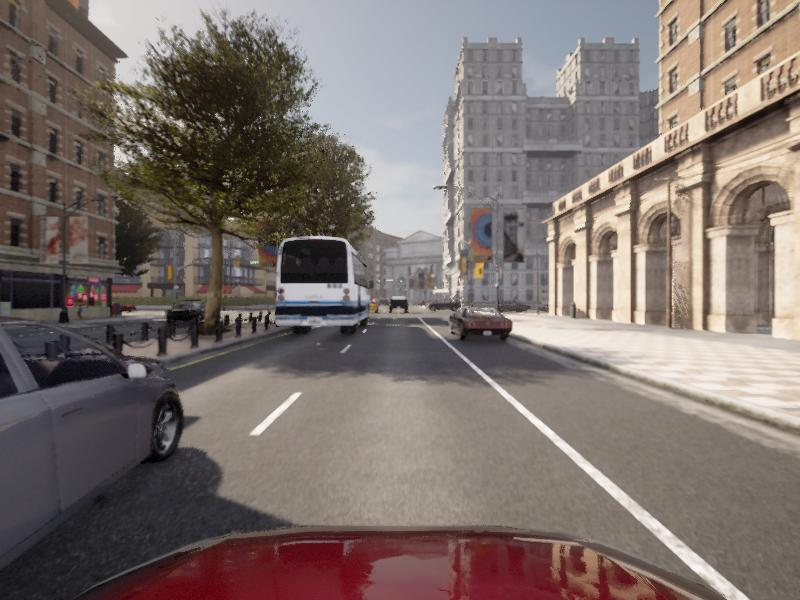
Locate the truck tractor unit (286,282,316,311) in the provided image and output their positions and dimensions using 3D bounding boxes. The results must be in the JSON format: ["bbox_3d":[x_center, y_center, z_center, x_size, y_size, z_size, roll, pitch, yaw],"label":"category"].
[{"bbox_3d":[-15.203,-0.537,61.991,3.053,4.208,6.516,0,0,0],"label":"truck tractor unit"}]

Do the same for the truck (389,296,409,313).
[{"bbox_3d":[-0.162,0.532,51.135,2.390,2.098,6.274,0,0,0],"label":"truck"}]

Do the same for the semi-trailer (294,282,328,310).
[{"bbox_3d":[-15.221,-0.632,69.904,2.717,4.402,14.254,0,0,0],"label":"semi-trailer"}]

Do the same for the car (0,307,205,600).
[{"bbox_3d":[-2.934,0.826,2.659,1.845,1.501,3.633,0,0,-7],"label":"car"}]

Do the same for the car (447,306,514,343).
[{"bbox_3d":[3.228,0.935,17.031,1.895,1.301,4.718,0,0,0],"label":"car"}]

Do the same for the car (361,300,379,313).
[{"bbox_3d":[-3.658,0.791,49.940,1.801,1.575,5.366,0,0,0],"label":"car"}]

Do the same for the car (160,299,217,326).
[{"bbox_3d":[-14.259,0.765,27.336,1.930,1.638,5.238,0,0,-11],"label":"car"}]

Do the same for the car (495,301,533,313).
[{"bbox_3d":[14.387,0.844,50.615,4.193,1.474,1.816,0,0,0],"label":"car"}]

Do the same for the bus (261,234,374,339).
[{"bbox_3d":[-3.661,-0.538,21.355,3.944,4.253,10.273,0,0,0],"label":"bus"}]

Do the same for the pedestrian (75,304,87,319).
[{"bbox_3d":[-23.462,0.858,29.449,0.500,1.100,0.500,0,0,18],"label":"pedestrian"}]

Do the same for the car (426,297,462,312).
[{"bbox_3d":[5.872,0.634,53.995,4.605,1.855,1.932,-2,0,-1],"label":"car"}]

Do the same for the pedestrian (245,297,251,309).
[{"bbox_3d":[-24.706,0.471,64.907,0.751,1.860,0.751,0,0,-39],"label":"pedestrian"}]
